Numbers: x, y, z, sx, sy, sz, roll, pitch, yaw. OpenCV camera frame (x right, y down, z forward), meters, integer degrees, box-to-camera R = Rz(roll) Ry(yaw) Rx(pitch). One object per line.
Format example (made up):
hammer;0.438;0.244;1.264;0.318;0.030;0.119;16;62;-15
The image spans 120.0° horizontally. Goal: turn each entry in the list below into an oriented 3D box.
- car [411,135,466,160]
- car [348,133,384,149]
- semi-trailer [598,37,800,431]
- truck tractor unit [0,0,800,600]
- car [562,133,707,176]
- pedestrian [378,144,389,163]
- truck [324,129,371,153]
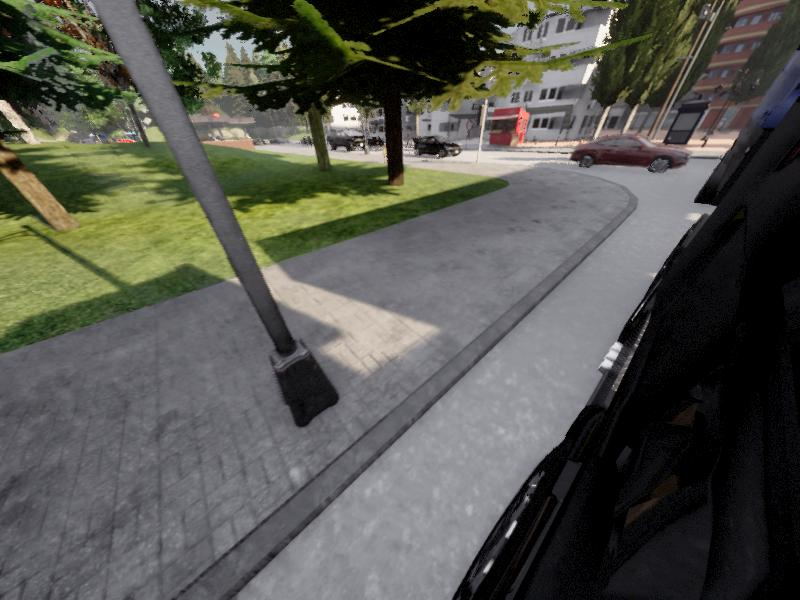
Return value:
car;3.044;-12.717;19.154;1.816;1.474;4.193;-29;44;-31
car;-4.613;-21.456;31.137;1.930;1.638;5.238;-29;44;-31
semi-trailer;8.661;-3.636;4.255;14.254;4.402;2.717;-29;44;-30
truck tractor unit;2.645;-0.295;0.352;6.516;4.208;3.053;-28;44;-30
car;11.228;-7.345;11.504;1.812;1.442;4.674;-29;44;-31
pedestrian;-1.174;-10.471;16.532;0.500;1.100;0.500;-18;40;-19
truck;-6.358;-19.119;27.759;2.390;2.098;6.274;-29;44;-31
